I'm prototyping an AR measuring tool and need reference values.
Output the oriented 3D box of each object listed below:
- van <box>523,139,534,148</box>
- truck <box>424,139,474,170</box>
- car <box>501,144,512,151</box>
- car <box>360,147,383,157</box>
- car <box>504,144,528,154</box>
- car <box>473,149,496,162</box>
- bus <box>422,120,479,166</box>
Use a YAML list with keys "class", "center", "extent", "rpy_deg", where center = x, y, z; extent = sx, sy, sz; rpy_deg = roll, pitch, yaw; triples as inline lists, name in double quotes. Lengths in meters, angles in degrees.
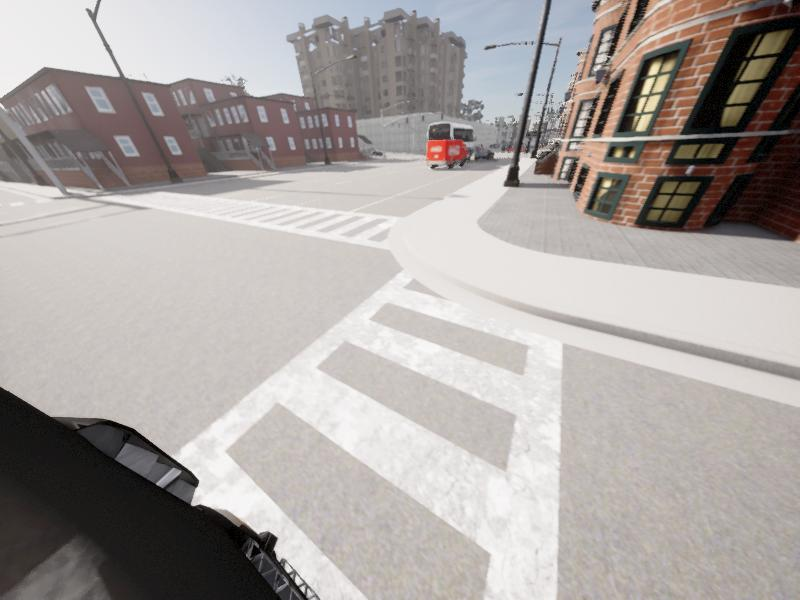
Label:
- class: "van"
  center: [44.603, -54.469, 80.231]
  extent: [2.351, 2.431, 6.366]
  rpy_deg: [15, 38, 25]
- class: "truck"
  center: [5.226, -15.465, 24.510]
  extent: [2.627, 2.467, 5.204]
  rpy_deg: [24, 41, 34]
- class: "car"
  center: [30.075, -43.092, 65.164]
  extent: [1.970, 1.475, 3.806]
  rpy_deg: [15, 38, 25]
- class: "car"
  center: [-6.796, -35.662, 55.540]
  extent: [5.238, 1.638, 1.930]
  rpy_deg: [20, 40, 22]
- class: "car"
  center: [24.029, -31.480, 48.048]
  extent: [2.007, 1.525, 4.514]
  rpy_deg: [-7, 34, -6]
- class: "car"
  center: [11.996, -20.572, 32.764]
  extent: [1.895, 1.301, 4.718]
  rpy_deg: [15, 38, 25]
- class: "bus"
  center: [6.843, -20.693, 30.660]
  extent: [3.944, 4.253, 10.273]
  rpy_deg: [15, 38, 25]
